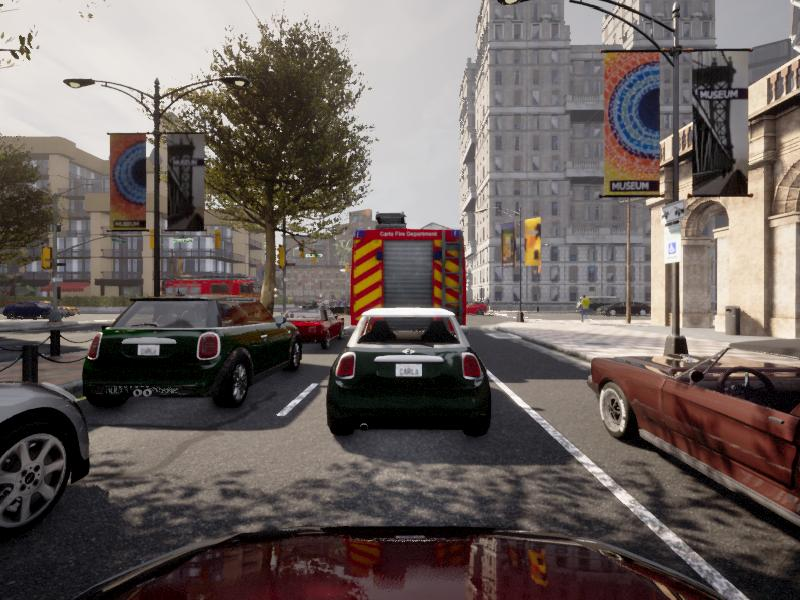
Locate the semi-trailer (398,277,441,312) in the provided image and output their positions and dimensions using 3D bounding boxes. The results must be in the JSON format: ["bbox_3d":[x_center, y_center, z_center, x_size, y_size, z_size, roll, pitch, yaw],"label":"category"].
[{"bbox_3d":[2.402,-0.618,57.544,2.717,4.402,14.254,0,0,-12],"label":"semi-trailer"}]

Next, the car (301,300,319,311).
[{"bbox_3d":[-13.798,0.815,61.323,1.789,1.549,3.705,0,0,1],"label":"car"}]

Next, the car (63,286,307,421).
[{"bbox_3d":[-3.355,0.694,7.527,2.097,1.767,4.553,0,0,1],"label":"car"}]

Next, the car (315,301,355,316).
[{"bbox_3d":[-6.478,0.826,40.135,3.633,1.501,1.845,0,0,1],"label":"car"}]

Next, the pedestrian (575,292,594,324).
[{"bbox_3d":[10.905,0.485,23.694,0.751,1.860,0.751,0,0,-2],"label":"pedestrian"}]

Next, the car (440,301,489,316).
[{"bbox_3d":[6.364,0.829,39.886,4.514,1.525,2.007,0,0,0],"label":"car"}]

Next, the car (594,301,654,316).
[{"bbox_3d":[22.181,0.844,39.726,4.892,1.490,1.837,0,0,1],"label":"car"}]

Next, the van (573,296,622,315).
[{"bbox_3d":[21.300,0.599,43.240,4.442,1.987,1.775,0,0,1],"label":"van"}]

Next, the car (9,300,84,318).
[{"bbox_3d":[-32.618,0.802,37.001,5.366,1.575,1.801,0,0,1],"label":"car"}]

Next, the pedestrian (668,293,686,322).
[{"bbox_3d":[18.348,0.485,26.494,0.751,1.860,0.751,0,0,10],"label":"pedestrian"}]

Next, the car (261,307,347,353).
[{"bbox_3d":[-3.218,0.944,14.445,1.895,1.301,4.718,0,0,1],"label":"car"}]

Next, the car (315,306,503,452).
[{"bbox_3d":[0.119,0.853,6.110,1.970,1.475,3.806,0,0,1],"label":"car"}]

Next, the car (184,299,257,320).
[{"bbox_3d":[-14.822,0.771,33.252,5.238,1.638,1.930,0,0,1],"label":"car"}]

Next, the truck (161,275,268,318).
[{"bbox_3d":[-16.882,-0.321,36.775,8.468,3.827,2.891,0,0,1],"label":"truck"}]

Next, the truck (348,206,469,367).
[{"bbox_3d":[0.274,-0.321,13.781,2.891,3.827,8.468,0,0,1],"label":"truck"}]

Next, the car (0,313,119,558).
[{"bbox_3d":[-3.473,0.853,1.600,1.970,1.475,3.806,0,0,1],"label":"car"}]

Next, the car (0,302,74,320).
[{"bbox_3d":[-30.334,0.870,33.447,4.674,1.442,1.812,0,0,1],"label":"car"}]

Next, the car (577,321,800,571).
[{"bbox_3d":[3.308,0.938,3.058,1.895,1.301,4.718,0,0,1],"label":"car"}]
